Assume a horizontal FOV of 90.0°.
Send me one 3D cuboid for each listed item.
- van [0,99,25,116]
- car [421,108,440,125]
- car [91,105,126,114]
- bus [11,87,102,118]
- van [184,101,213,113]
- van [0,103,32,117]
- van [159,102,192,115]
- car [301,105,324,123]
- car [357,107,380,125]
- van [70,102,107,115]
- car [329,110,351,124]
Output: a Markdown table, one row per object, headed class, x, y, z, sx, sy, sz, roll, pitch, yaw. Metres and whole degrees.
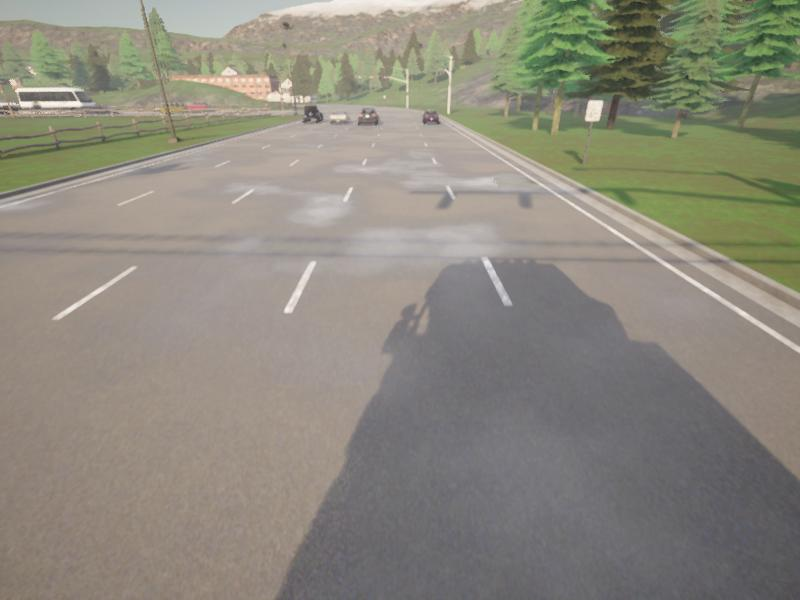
| class | x | y | z | sx | sy | sz | roll | pitch | yaw |
| --- | --- | --- | --- | --- | --- | --- | --- | --- | --- |
| van | -71.666 | -34.572 | 71.836 | 5.915 | 2.561 | 1.988 | -1 | 27 | 0 |
| car | 3.469 | -20.946 | 45.592 | 1.816 | 1.474 | 4.193 | 0 | 27 | 0 |
| car | -54.836 | -35.869 | 75.333 | 4.792 | 1.488 | 2.163 | -1 | 27 | 0 |
| bus | -55.893 | -32.340 | 65.461 | 10.273 | 4.253 | 3.944 | -1 | 27 | 0 |
| van | -39.499 | -37.866 | 78.446 | 4.442 | 1.987 | 1.775 | -1 | 27 | 0 |
| van | -66.959 | -32.778 | 68.890 | 4.480 | 2.038 | 2.069 | -1 | 27 | 0 |
| van | -38.750 | -33.064 | 69.117 | 4.442 | 1.987 | 1.775 | -1 | 27 | 0 |
| car | -10.539 | -22.595 | 48.526 | 1.905 | 1.878 | 3.866 | 0 | 27 | 0 |
| car | -3.531 | -20.852 | 45.289 | 2.242 | 1.667 | 4.611 | 0 | 27 | 0 |
| van | -56.103 | -34.500 | 72.085 | 4.480 | 2.038 | 2.069 | -1 | 27 | 0 |
| car | -7.033 | -21.674 | 47.342 | 1.895 | 1.301 | 4.718 | 0 | 27 | 0 |
